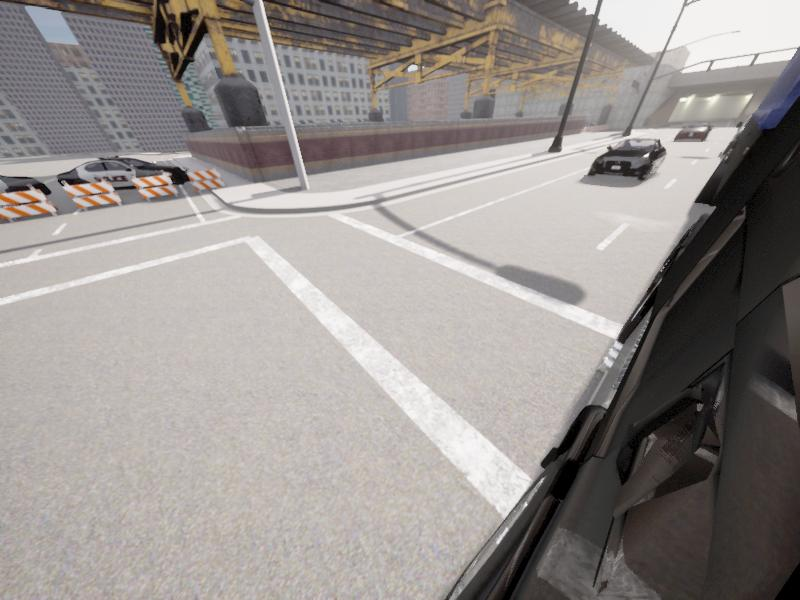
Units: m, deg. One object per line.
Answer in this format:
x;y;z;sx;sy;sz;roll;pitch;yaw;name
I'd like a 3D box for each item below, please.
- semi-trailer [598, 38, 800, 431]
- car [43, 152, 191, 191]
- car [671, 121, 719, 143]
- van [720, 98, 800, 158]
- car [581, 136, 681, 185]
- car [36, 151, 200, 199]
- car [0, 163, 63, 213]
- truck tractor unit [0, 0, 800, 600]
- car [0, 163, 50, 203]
8.664;-3.641;4.243;14.254;4.402;2.717;-29;44;-30;semi-trailer
-13.973;-6.616;11.777;4.536;1.218;1.853;-9;37;-8;car
27.563;-15.703;21.577;4.181;1.385;1.994;-28;44;-30;car
22.252;-10.540;14.090;5.915;2.561;1.988;-28;44;-30;van
10.251;-6.315;10.237;4.181;1.385;1.994;-28;44;-30;car
-13.916;-6.499;11.880;4.974;1.542;2.038;-9;37;-8;car
-17.493;-3.936;8.708;2.038;1.542;4.974;6;38;12;car
2.645;-0.295;0.351;6.516;4.208;3.053;-28;44;-30;truck tractor unit
-17.488;-4.092;8.654;1.853;1.218;4.536;6;38;12;car
